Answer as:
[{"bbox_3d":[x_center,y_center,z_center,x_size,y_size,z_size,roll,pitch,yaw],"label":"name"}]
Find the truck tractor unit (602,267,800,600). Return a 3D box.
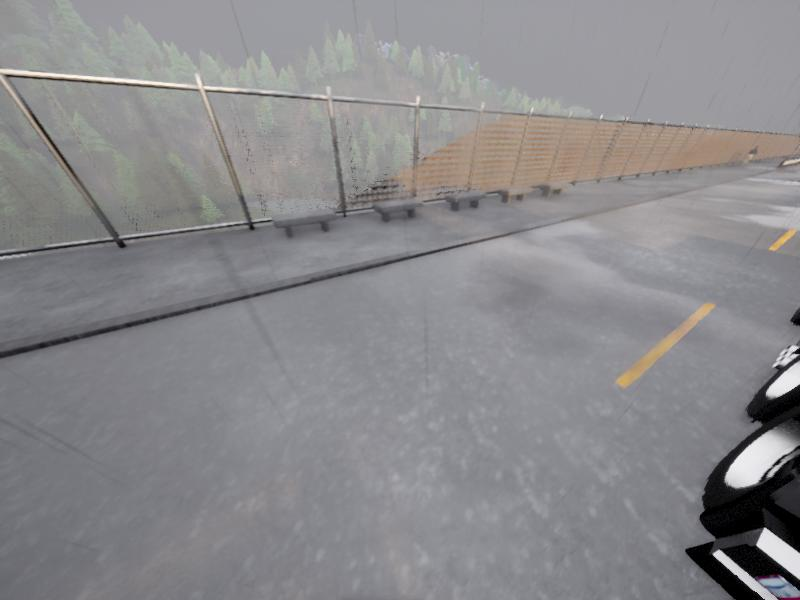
[{"bbox_3d":[5.118,-0.292,0.779,6.516,4.208,3.053,-18,39,-24],"label":"truck tractor unit"}]
